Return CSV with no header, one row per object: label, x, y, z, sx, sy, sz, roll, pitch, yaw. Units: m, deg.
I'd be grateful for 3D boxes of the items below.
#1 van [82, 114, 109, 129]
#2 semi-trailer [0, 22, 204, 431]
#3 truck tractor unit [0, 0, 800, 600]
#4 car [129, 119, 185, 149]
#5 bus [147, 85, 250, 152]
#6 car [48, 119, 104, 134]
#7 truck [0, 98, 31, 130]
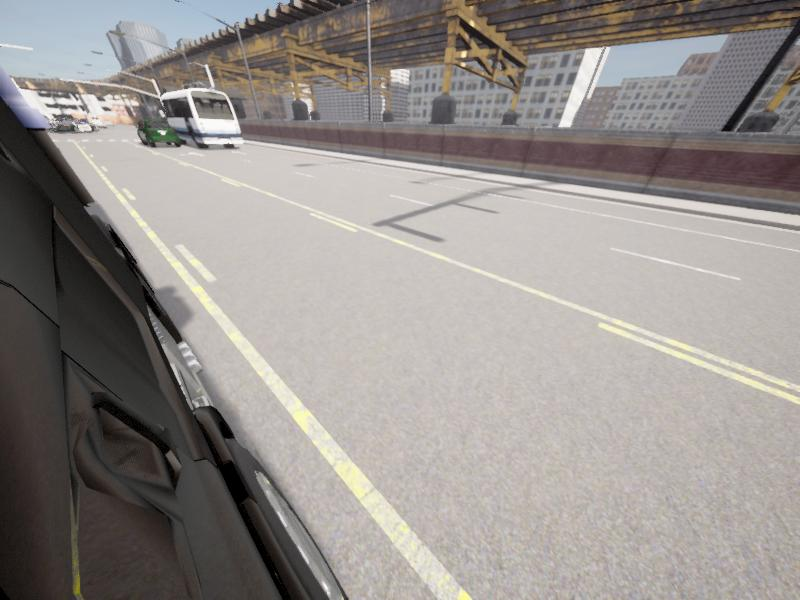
van,-67.554,-39.665,51.218,6.366,2.431,2.351,28,43,30
semi-trailer,-8.859,-3.470,4.094,14.254,4.402,2.717,26,42,28
truck tractor unit,-2.645,-0.295,0.351,6.516,4.208,3.053,28,44,30
car,-22.981,-15.729,21.833,5.566,2.045,2.150,28,44,30
bus,-19.720,-17.533,22.609,10.273,4.253,3.944,28,43,30
car,-47.745,-25.677,34.242,2.038,1.542,4.974,-5,37,-9
truck,-63.152,-29.696,36.829,8.468,3.827,2.891,28,43,30
